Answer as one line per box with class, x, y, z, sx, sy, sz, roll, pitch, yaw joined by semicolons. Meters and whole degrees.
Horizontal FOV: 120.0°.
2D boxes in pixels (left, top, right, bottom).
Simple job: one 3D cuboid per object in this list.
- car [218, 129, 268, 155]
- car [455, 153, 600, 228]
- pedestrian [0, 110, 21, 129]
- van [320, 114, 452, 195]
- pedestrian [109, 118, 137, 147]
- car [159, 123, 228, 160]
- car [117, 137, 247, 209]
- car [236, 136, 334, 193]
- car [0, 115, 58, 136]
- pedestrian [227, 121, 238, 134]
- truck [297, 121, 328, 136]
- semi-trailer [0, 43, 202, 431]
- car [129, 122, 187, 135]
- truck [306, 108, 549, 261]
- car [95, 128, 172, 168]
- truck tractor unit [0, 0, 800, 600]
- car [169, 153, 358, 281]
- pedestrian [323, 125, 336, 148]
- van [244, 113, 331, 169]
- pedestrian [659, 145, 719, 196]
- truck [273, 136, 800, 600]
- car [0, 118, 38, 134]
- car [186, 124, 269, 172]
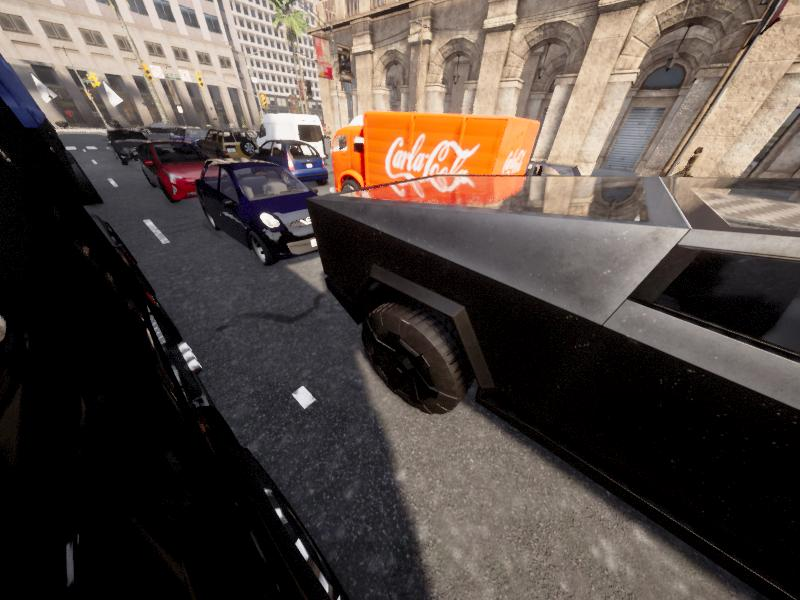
car;-12.781;-12.898;18.789;3.633;1.501;1.845;29;44;30
car;4.038;-3.861;7.778;3.633;1.501;1.845;28;44;30
pedestrian;-49.015;-22.655;28.967;0.751;1.860;0.751;29;44;31
van;-0.890;-6.925;10.719;5.915;2.561;1.988;28;44;30
pedestrian;-22.827;-13.813;19.062;0.751;1.860;0.751;31;45;32
car;-14.384;-11.117;16.088;4.553;1.767;2.097;28;44;30
car;-7.662;-4.660;8.110;4.514;1.525;2.007;28;44;30
car;-4.978;-5.994;9.994;3.988;1.617;1.851;28;44;30
car;-39.567;-17.722;23.451;1.930;1.638;5.238;28;44;30
pedestrian;-30.115;-30.996;41.552;0.751;1.860;0.751;31;45;32
truck;-18.115;-35.702;48.121;2.627;2.467;5.204;28;44;30
semi-trailer;-8.694;-3.610;4.228;14.254;4.402;2.717;28;44;30
car;-34.272;-24.419;32.936;2.033;1.411;5.357;28;44;30
truck;0.357;-3.466;6.248;5.204;2.467;2.627;29;44;30
car;-15.121;-8.701;13.067;4.892;1.490;1.837;29;44;31
truck tractor unit;-2.645;-0.295;0.351;6.516;4.208;3.053;28;44;30
car;-2.883;-2.078;4.960;3.633;1.501;1.845;28;44;30
pedestrian;-7.210;-16.803;23.786;0.751;1.860;0.751;23;41;25
van;-7.283;-10.371;14.919;5.915;2.561;1.988;28;44;30
pedestrian;12.846;-5.808;10.364;0.751;1.860;0.751;24;42;26
truck;2.231;0.433;1.454;6.274;2.098;2.390;28;44;30
car;-42.808;-18.674;24.745;1.994;1.385;4.181;28;44;30
car;-9.753;-8.677;13.051;4.605;1.855;1.932;28;44;30
